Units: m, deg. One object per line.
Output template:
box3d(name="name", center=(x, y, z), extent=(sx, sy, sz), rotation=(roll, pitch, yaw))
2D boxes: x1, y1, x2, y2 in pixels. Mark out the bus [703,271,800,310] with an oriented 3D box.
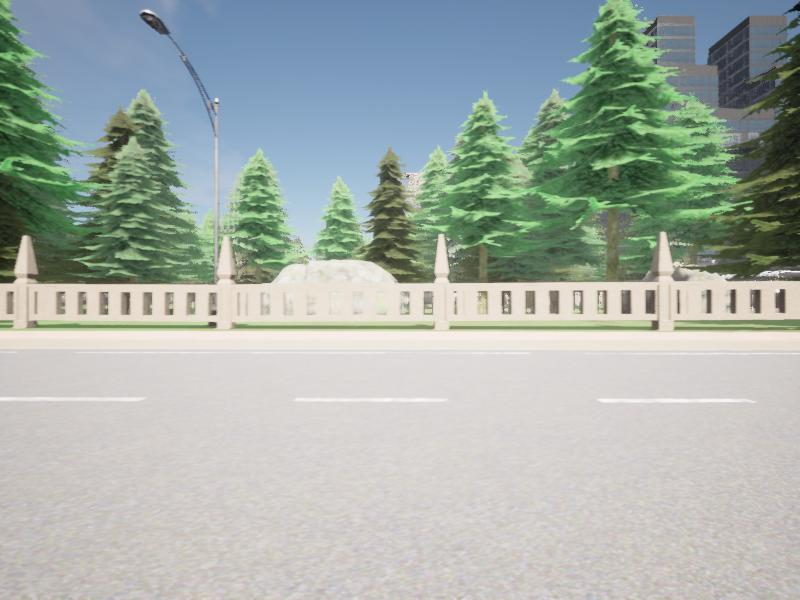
box3d(name="bus", center=(42.649, -1.076, 48.627), extent=(3.944, 4.253, 10.273), rotation=(0, 0, 0))
